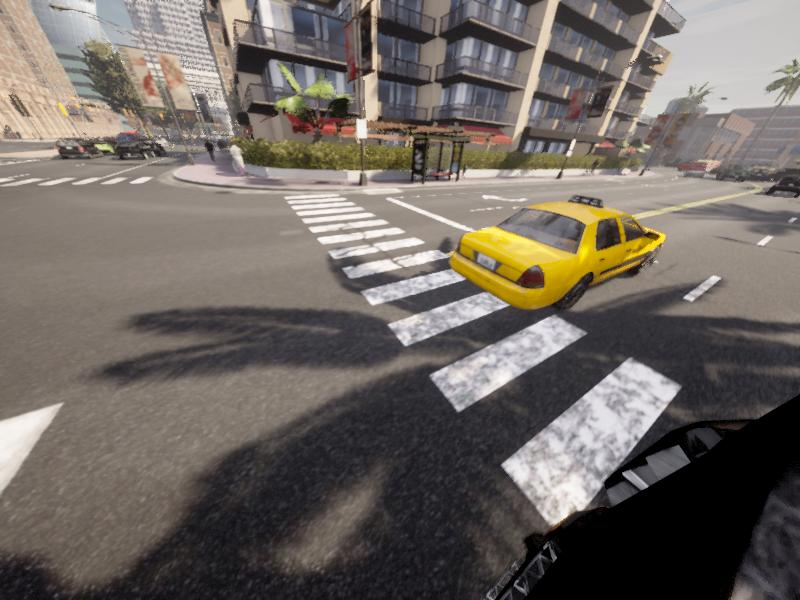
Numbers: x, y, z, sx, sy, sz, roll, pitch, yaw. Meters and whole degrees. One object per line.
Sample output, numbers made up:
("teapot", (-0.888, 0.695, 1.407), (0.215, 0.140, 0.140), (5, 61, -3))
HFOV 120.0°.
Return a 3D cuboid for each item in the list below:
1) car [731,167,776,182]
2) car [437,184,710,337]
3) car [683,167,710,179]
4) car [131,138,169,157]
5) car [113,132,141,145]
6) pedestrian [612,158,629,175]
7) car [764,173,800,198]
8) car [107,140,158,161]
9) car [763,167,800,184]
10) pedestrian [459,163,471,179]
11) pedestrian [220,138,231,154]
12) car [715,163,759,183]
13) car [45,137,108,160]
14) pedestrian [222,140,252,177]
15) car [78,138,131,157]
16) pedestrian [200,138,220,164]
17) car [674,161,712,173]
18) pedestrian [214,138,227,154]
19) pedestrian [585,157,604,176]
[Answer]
("car", (54.623, -19.489, 35.828), (2.242, 1.667, 4.611), (24, 39, 28))
("car", (3.535, -1.240, 4.631), (5.366, 1.575, 1.801), (-16, 38, -26))
("car", (44.387, -19.102, 34.695), (1.895, 1.301, 4.718), (30, 42, 35))
("car", (-28.896, -17.767, 26.899), (1.851, 1.617, 3.988), (-16, 38, -26))
("car", (-59.304, -35.205, 50.317), (2.150, 2.045, 5.566), (-16, 38, -26))
("pedestrian", (28.603, -17.320, 30.013), (0.751, 1.860, 0.751), (-17, 39, -27))
("car", (34.097, -10.046, 20.088), (3.988, 1.617, 1.851), (-17, 39, -28))
("car", (-25.684, -14.558, 22.441), (1.837, 1.490, 4.892), (-16, 38, -26))
("car", (58.360, -19.000, 35.078), (1.905, 1.878, 3.866), (24, 39, 28))
("pedestrian", (5.123, -10.228, 18.317), (0.500, 1.100, 0.500), (-14, 37, -23))
("pedestrian", (-25.438, -22.463, 33.642), (0.751, 1.860, 0.751), (-15, 38, -25))
("car", (45.773, -17.376, 31.538), (5.566, 2.045, 2.150), (-27, 44, -37))
("car", (-28.454, -13.462, 20.538), (1.789, 1.549, 3.705), (-16, 38, -26))
("pedestrian", (-9.948, -8.679, 14.179), (0.751, 1.860, 0.751), (23, 39, 27))
("car", (-31.586, -16.521, 24.904), (2.007, 1.525, 4.514), (-16, 38, -26))
("pedestrian", (-16.403, -12.893, 20.000), (0.751, 1.860, 0.751), (-14, 37, -24))
("car", (64.639, -29.524, 51.147), (2.150, 2.045, 5.566), (11, 35, 12))
("pedestrian", (-25.264, -21.752, 32.591), (0.751, 1.860, 0.751), (29, 42, 34))
("pedestrian", (22.266, -15.251, 26.440), (0.751, 1.860, 0.751), (-15, 38, -24))
